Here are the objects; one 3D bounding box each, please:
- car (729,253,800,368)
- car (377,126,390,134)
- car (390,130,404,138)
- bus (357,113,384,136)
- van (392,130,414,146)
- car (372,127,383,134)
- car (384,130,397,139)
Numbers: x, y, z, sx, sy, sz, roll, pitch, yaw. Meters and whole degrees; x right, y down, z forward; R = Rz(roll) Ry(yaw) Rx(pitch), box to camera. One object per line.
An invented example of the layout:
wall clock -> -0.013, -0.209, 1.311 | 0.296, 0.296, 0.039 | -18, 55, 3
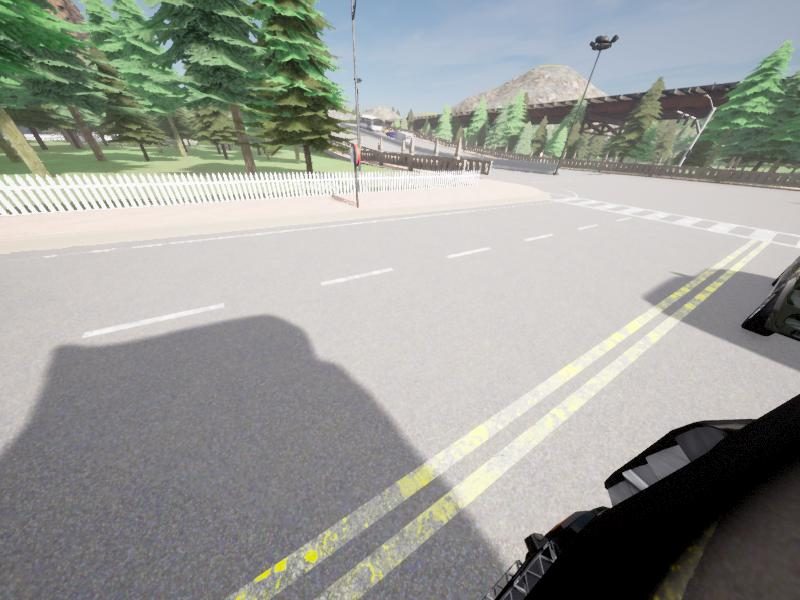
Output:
car -> 7.415, -0.204, 3.199 | 4.553, 1.767, 2.097 | -16, 38, -26
car -> -5.457, -56.247, 76.495 | 1.801, 1.575, 5.366 | -17, 46, -27
car -> -0.965, -51.060, 71.075 | 2.163, 1.488, 4.792 | -17, 46, -27
bus -> -9.211, -52.956, 69.767 | 3.944, 4.253, 10.273 | -17, 46, -27
van -> 0.686, -40.935, 58.434 | 2.351, 2.431, 6.366 | -17, 46, -27
car -> -7.225, -53.920, 73.444 | 1.816, 1.474, 4.193 | -17, 46, -27
car -> -2.890, -48.943, 68.199 | 1.816, 1.474, 4.193 | -17, 46, -27
